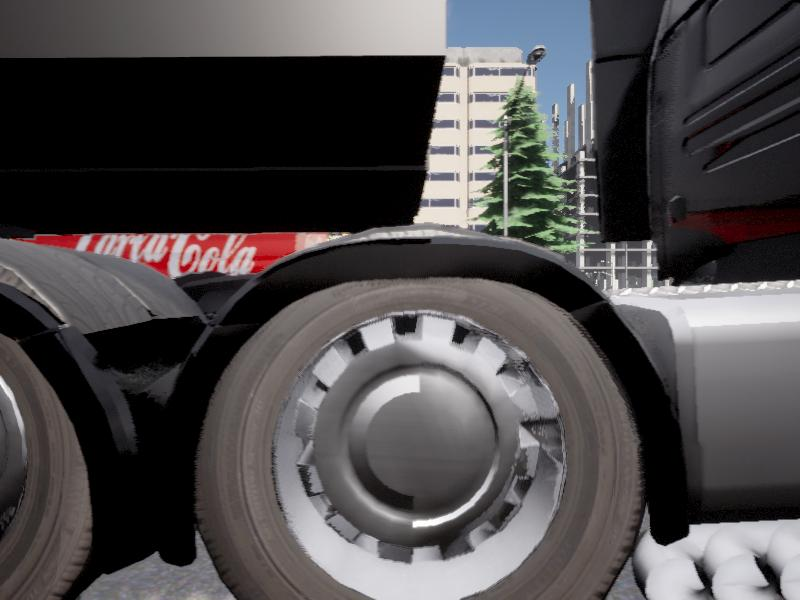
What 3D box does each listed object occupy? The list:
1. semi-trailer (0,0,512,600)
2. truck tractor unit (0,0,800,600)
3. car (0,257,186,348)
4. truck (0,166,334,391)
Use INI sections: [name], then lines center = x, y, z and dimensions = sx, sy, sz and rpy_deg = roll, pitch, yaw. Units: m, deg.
[semi-trailer]
center = -6.893, -1.214, 2.194
dimensions = 14.254, 4.402, 2.717
rpy_deg = 0, 0, 0
[truck tractor unit]
center = 1.018, -1.123, 2.202
dimensions = 6.516, 4.208, 3.053
rpy_deg = 0, 0, 0
[car]
center = -7.373, 0.049, 9.202
dimensions = 3.866, 1.878, 1.905
rpy_deg = 0, 0, 0
[truck]
center = -3.757, -0.241, 5.702
dimensions = 5.204, 2.467, 2.627
rpy_deg = 0, 0, 0
